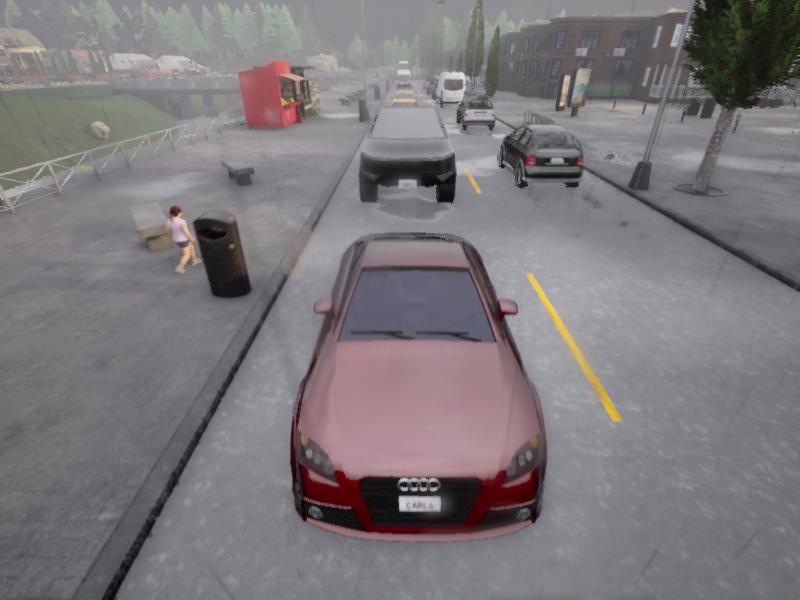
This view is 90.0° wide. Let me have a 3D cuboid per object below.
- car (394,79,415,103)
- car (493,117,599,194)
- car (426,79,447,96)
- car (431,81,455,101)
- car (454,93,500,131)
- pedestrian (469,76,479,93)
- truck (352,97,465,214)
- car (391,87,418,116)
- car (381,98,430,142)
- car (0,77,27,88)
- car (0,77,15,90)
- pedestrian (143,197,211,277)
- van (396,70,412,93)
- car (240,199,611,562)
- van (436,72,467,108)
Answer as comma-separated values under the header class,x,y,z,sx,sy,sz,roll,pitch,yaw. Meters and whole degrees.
class,x,y,z,sx,sy,sz,roll,pitch,yaw
car,0.398,-20.399,39.021,1.932,1.855,4.605,0,30,0
car,4.196,-4.528,12.205,1.789,1.549,3.705,0,30,0
car,4.363,-25.874,48.590,2.242,1.667,4.611,1,30,1
car,4.409,-21.933,41.890,2.033,1.649,4.856,0,30,0
car,4.280,-10.791,22.861,1.851,1.617,3.988,0,30,0
pedestrian,9.286,-27.074,50.198,0.751,1.860,0.751,-6,31,-10
truck,0.210,-4.523,11.656,2.390,2.098,6.274,0,30,1
car,0.332,-14.855,29.833,1.801,1.575,5.366,0,30,0
car,0.273,-9.118,20.096,2.128,1.511,4.902,0,30,0
car,-65.078,-36.291,66.658,1.970,1.475,3.806,0,30,0
car,-61.126,-32.732,60.435,1.851,1.617,3.988,0,30,0
pedestrian,-3.522,-1.008,6.379,0.500,1.100,0.500,13,33,21
van,0.512,-29.639,54.121,1.988,2.561,5.915,0,30,0
car,0.151,0.201,4.300,1.994,1.385,4.181,0,30,0
van,4.366,-18.382,34.912,1.988,2.561,5.915,0,30,0
